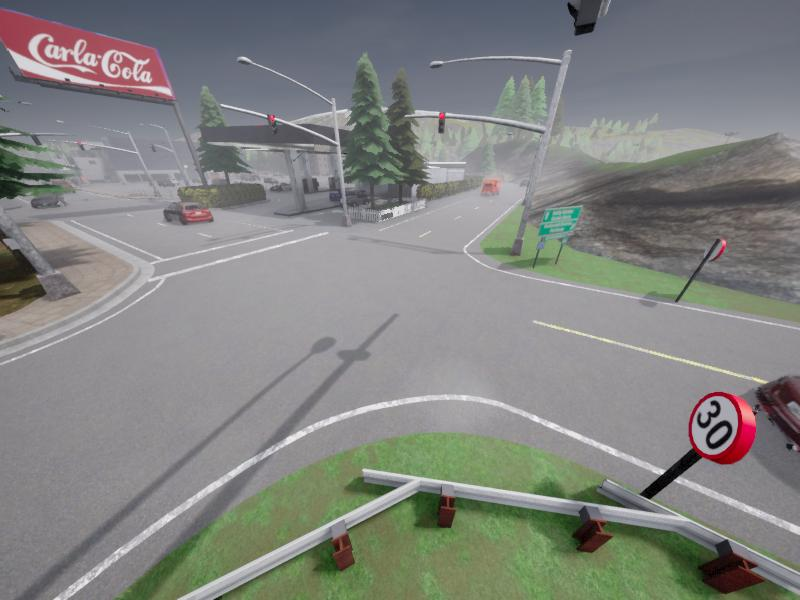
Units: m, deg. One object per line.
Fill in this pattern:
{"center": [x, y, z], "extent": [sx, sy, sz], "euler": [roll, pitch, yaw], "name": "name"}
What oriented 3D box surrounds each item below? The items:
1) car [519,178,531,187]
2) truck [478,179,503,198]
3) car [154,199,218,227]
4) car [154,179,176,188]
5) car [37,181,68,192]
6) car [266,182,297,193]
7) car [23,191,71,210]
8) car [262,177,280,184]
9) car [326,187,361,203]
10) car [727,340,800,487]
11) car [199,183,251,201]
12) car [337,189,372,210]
{"center": [31.712, -29.886, 58.732], "extent": [2.033, 1.649, 4.856], "euler": [12, 32, 19], "name": "car"}
{"center": [15.267, -18.892, 38.849], "extent": [2.627, 2.467, 5.204], "euler": [17, 34, 26], "name": "truck"}
{"center": [-18.362, -7.600, 19.872], "extent": [4.611, 1.667, 2.242], "euler": [16, 32, 26], "name": "car"}
{"center": [-54.495, -27.084, 53.607], "extent": [4.514, 1.523, 2.007], "euler": [16, 34, 26], "name": "car"}
{"center": [-66.476, -21.721, 44.165], "extent": [4.611, 1.667, 2.242], "euler": [16, 34, 26], "name": "car"}
{"center": [-23.524, -22.541, 46.109], "extent": [2.038, 1.542, 4.974], "euler": [16, 34, 26], "name": "car"}
{"center": [-41.075, -11.722, 27.046], "extent": [1.837, 1.490, 4.892], "euler": [-23, 38, -37], "name": "car"}
{"center": [-35.476, -32.774, 63.464], "extent": [4.514, 1.523, 2.007], "euler": [16, 34, 26], "name": "car"}
{"center": [-8.082, -15.233, 33.445], "extent": [2.242, 1.667, 4.611], "euler": [16, 34, 26], "name": "car"}
{"center": [8.225, 2.286, 2.886], "extent": [4.181, 1.385, 1.994], "euler": [16, 34, 26], "name": "car"}
{"center": [-26.565, -16.647, 35.385], "extent": [2.150, 2.045, 5.566], "euler": [16, 34, 25], "name": "car"}
{"center": [-5.367, -12.080, 27.650], "extent": [1.905, 1.878, 3.866], "euler": [16, 34, 26], "name": "car"}
